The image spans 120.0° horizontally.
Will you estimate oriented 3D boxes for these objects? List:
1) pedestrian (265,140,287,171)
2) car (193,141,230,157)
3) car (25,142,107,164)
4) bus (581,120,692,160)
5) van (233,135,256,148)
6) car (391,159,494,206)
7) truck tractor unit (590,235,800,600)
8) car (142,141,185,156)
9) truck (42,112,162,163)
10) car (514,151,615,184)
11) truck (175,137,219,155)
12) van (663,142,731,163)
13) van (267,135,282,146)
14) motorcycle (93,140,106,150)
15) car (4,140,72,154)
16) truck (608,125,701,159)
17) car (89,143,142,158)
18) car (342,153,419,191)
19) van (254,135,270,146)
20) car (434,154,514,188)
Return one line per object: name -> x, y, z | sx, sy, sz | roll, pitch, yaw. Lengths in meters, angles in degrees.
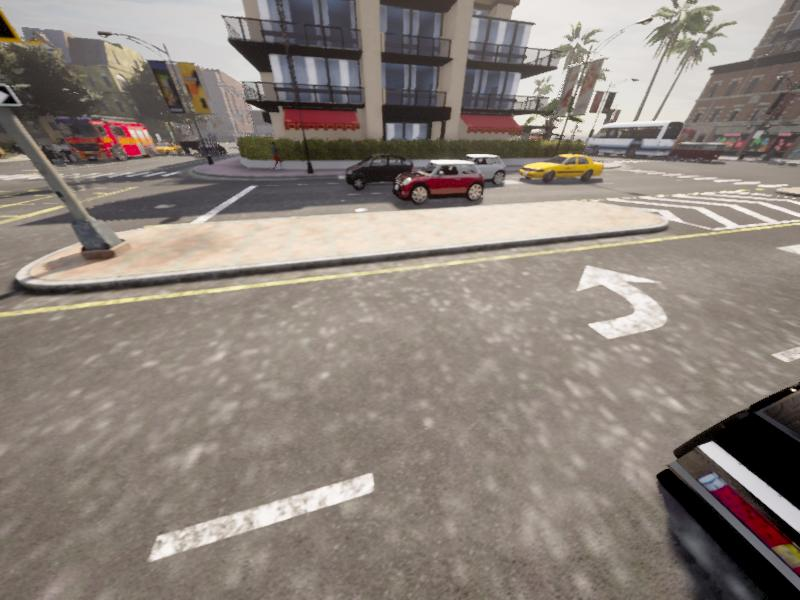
pedestrian -> -8.935, -10.452, 16.740 | 0.751, 1.860, 0.751 | -2, 35, -4
car -> -25.402, -20.556, 31.384 | 2.033, 1.649, 4.856 | -8, 36, -12
car -> -33.793, -15.203, 23.687 | 1.930, 1.638, 5.238 | -9, 36, -13
bus -> 33.952, -23.720, 34.280 | 3.944, 4.253, 10.273 | -8, 36, -12
van -> -36.587, -37.512, 54.596 | 2.351, 2.431, 6.366 | -8, 36, -12
car -> 1.678, -5.209, 10.068 | 3.806, 1.475, 1.970 | -8, 36, -12
truck tractor unit -> 5.319, -0.004, 0.386 | 6.516, 4.208, 3.053 | -8, 36, -12
car -> -33.010, -21.384, 32.512 | 1.801, 1.575, 5.366 | -8, 36, -12
truck -> -30.719, -17.280, 24.775 | 2.891, 3.827, 8.468 | -8, 36, -12
car -> 10.472, -8.593, 14.876 | 5.366, 1.575, 1.801 | -8, 36, -12
truck -> -30.083, -23.098, 34.526 | 2.390, 2.098, 6.274 | -8, 36, -12
van -> 36.076, -18.127, 28.339 | 1.775, 1.987, 4.442 | -8, 36, -12
van -> -37.898, -48.307, 69.888 | 2.351, 2.431, 6.366 | -8, 36, -12
motorcycle -> -53.955, -27.862, 41.488 | 0.764, 1.277, 2.356 | -37, 49, -28
car -> -52.279, -22.219, 33.518 | 4.974, 1.542, 2.038 | -8, 36, -11
truck -> 37.561, -23.819, 34.831 | 2.891, 3.827, 8.468 | -8, 36, -12
car -> -35.508, -18.888, 29.063 | 1.812, 1.442, 4.674 | -8, 36, -12
car -> -1.068, -6.931, 12.411 | 3.705, 1.549, 1.789 | -8, 36, -12
van -> -41.261, -47.765, 69.080 | 2.351, 2.431, 6.366 | -8, 36, -12
car -> 4.193, -7.651, 13.559 | 3.806, 1.475, 1.970 | -8, 36, -12
